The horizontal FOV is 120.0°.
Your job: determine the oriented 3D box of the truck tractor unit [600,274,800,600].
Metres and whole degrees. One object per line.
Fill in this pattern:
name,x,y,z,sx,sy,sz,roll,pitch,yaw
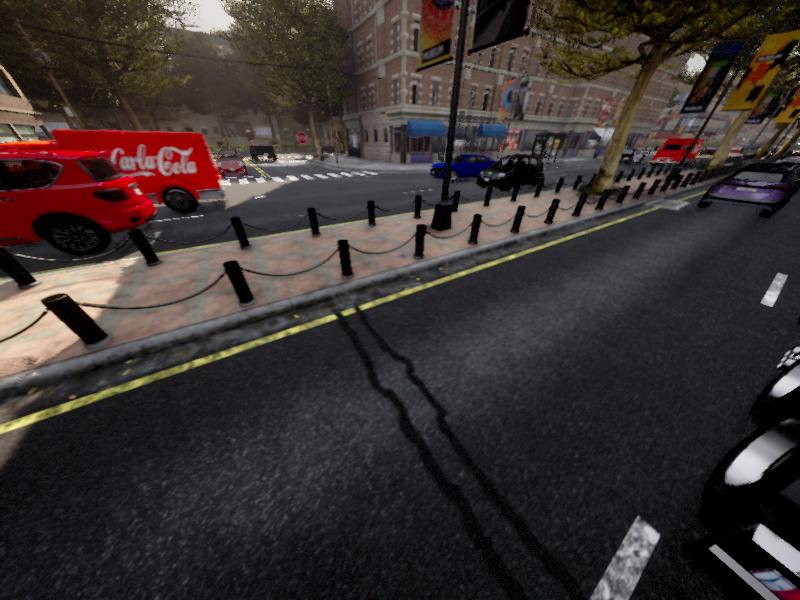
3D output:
truck tractor unit,5.127,-0.285,0.757,6.516,4.208,3.053,-18,39,-23

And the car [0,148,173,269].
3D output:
car,-9.130,-1.945,4.923,5.566,2.045,2.150,-19,39,-26

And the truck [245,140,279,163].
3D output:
truck,-16.974,-18.294,28.283,2.390,2.098,6.274,-20,40,-26

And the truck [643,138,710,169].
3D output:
truck,28.725,-15.317,24.071,5.204,2.467,2.627,-19,39,-26

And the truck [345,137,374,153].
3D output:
truck,-8.454,-32.619,48.550,5.204,2.467,2.627,-21,40,-25

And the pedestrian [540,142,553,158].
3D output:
pedestrian,20.520,-20.996,32.379,0.751,1.860,0.751,-24,42,-31

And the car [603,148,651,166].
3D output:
car,25.737,-16.243,26.195,4.974,1.542,2.038,-19,39,-26

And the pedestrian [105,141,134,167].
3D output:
pedestrian,-24.486,-12.805,20.237,0.751,1.860,0.751,-20,40,-27

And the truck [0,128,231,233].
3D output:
truck,-9.418,-4.365,8.024,5.204,2.467,2.627,-19,39,-26

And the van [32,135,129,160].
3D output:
van,-39.783,-19.266,29.197,6.366,2.431,2.351,-19,39,-26

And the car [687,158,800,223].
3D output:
car,14.264,-4.556,9.238,4.856,1.649,2.033,-20,39,-25

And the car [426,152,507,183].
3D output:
car,4.481,-9.135,15.805,5.008,1.535,1.882,-14,38,-19

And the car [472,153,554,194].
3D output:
car,6.254,-7.132,12.883,3.988,1.617,1.851,-19,39,-26

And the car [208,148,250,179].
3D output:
car,-12.472,-10.161,17.075,1.851,1.617,3.988,-17,39,-24

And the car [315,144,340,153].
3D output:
car,-14.404,-30.050,45.822,4.181,1.385,1.994,-18,39,-24

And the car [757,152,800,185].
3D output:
car,27.226,-9.083,15.833,5.238,1.638,1.930,-19,39,-26
